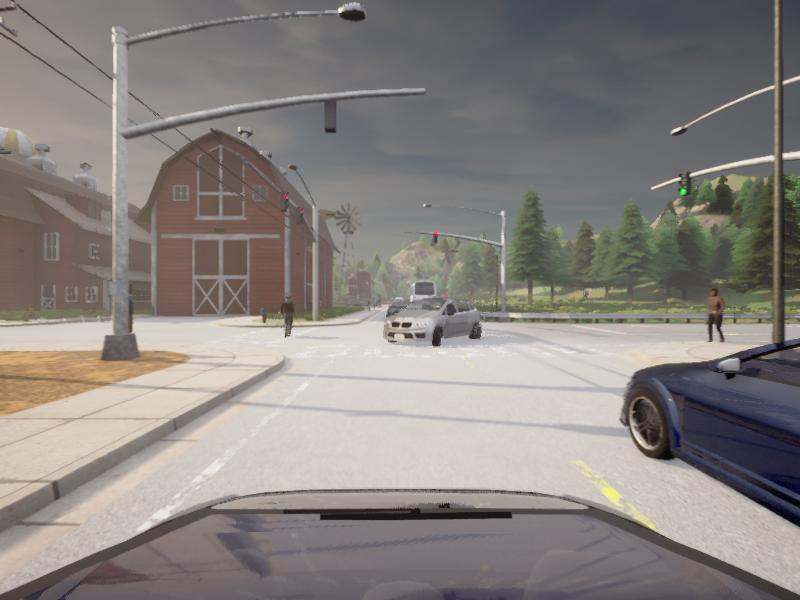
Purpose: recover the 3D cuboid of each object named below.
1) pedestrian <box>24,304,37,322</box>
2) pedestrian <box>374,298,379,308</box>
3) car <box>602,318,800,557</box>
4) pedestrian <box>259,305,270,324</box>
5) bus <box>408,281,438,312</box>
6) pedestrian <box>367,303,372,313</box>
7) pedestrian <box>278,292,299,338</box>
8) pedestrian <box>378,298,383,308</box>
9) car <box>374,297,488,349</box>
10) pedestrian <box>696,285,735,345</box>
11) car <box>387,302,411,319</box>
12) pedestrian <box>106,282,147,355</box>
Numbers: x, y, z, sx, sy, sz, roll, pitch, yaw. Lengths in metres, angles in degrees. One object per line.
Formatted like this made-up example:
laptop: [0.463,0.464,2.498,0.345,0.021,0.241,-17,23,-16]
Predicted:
pedestrian: [-22.784,0.802,24.659,0.500,1.100,0.500,0,0,-35]
pedestrian: [-4.176,0.503,70.952,0.751,1.860,0.751,0,0,-17]
car: [3.486,0.908,2.823,1.994,1.385,4.181,0,0,0]
pedestrian: [-7.925,0.844,23.380,0.500,1.100,0.500,0,0,-34]
bus: [3.265,-0.518,60.348,3.944,4.253,10.273,0,0,0]
pedestrian: [-3.387,0.876,44.927,0.500,1.100,0.500,0,0,2]
pedestrian: [-4.709,0.617,16.904,0.751,1.860,0.751,0,0,-7]
pedestrian: [-3.474,0.503,70.488,0.751,1.860,0.751,0,0,-10]
car: [1.348,0.747,15.320,2.242,1.667,4.611,0,0,36]
pedestrian: [10.235,0.462,12.989,0.751,1.860,0.751,0,0,-25]
car: [-0.071,0.917,35.144,1.994,1.385,4.181,0,0,0]
pedestrian: [-7.289,0.465,10.694,0.751,1.860,0.751,0,0,-20]
